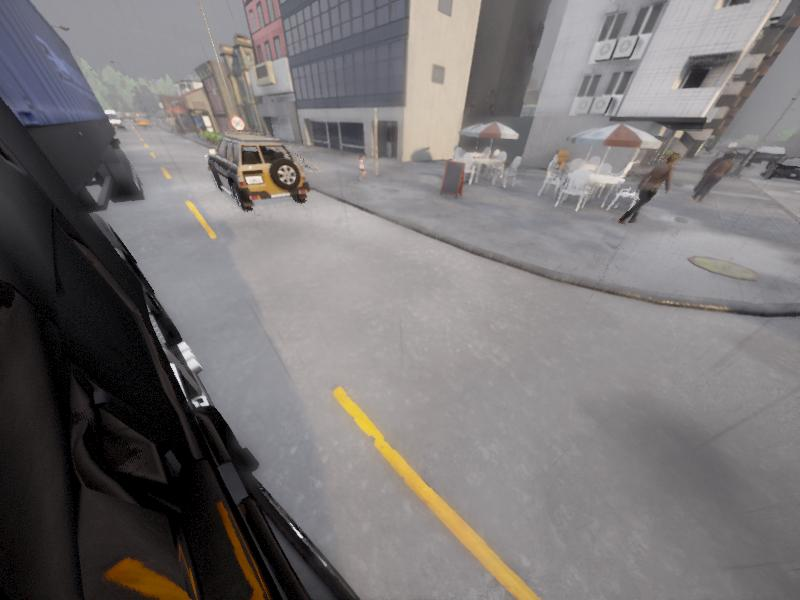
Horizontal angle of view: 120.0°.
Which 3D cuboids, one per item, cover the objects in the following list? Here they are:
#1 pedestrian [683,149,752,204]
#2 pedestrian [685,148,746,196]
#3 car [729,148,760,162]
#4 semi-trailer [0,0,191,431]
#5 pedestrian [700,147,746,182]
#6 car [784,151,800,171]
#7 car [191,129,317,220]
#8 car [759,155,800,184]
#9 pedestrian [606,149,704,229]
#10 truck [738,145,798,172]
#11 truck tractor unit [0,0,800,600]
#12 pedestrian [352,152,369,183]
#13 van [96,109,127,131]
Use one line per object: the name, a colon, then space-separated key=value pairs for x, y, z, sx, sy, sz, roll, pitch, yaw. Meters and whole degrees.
pedestrian: x=12.938 y=-5.076 z=9.523 sx=0.751 sy=1.860 sz=0.751 roll=28 pitch=43 yaw=29
pedestrian: x=14.845 y=-6.056 z=10.958 sx=0.751 sy=1.860 sz=0.751 roll=27 pitch=43 yaw=29
car: x=54.858 y=-23.196 z=36.876 sx=5.238 sy=1.638 sz=1.930 roll=-28 pitch=46 yaw=-34
semi-trailer: x=-8.174 y=-3.924 z=4.673 sx=2.717 sy=4.402 sz=14.254 roll=-28 pitch=46 yaw=-34
pedestrian: x=20.799 y=-8.734 z=14.924 sx=0.751 sy=1.860 sz=0.751 roll=24 pitch=42 yaw=26
car: x=46.935 y=-15.809 z=26.364 sx=4.553 sy=1.767 sz=2.097 roll=-28 pitch=46 yaw=-34
car: x=-4.868 y=-4.374 z=7.608 sx=1.932 sy=1.855 sz=4.605 roll=-27 pitch=46 yaw=-34
car: x=30.677 y=-10.297 z=18.147 sx=5.008 sy=1.535 sz=1.882 roll=-27 pitch=46 yaw=-33
pedestrian: x=6.847 y=-3.001 z=6.352 sx=0.751 sy=1.860 sz=0.751 roll=-4 pitch=37 yaw=-9
truck: x=41.175 y=-16.074 z=26.081 sx=6.274 sy=2.098 sz=2.390 roll=-27 pitch=46 yaw=-33
truck tractor unit: x=-2.645 y=-0.295 z=0.351 sx=6.516 sy=4.208 sz=3.053 roll=28 pitch=44 yaw=30
pedestrian: x=-1.743 y=-5.911 z=10.304 sx=0.500 sy=1.100 sz=0.500 roll=12 pitch=38 yaw=12
van: x=-45.104 y=-28.225 z=36.239 sx=1.988 sy=2.561 sz=5.915 roll=-28 pitch=46 yaw=-34
